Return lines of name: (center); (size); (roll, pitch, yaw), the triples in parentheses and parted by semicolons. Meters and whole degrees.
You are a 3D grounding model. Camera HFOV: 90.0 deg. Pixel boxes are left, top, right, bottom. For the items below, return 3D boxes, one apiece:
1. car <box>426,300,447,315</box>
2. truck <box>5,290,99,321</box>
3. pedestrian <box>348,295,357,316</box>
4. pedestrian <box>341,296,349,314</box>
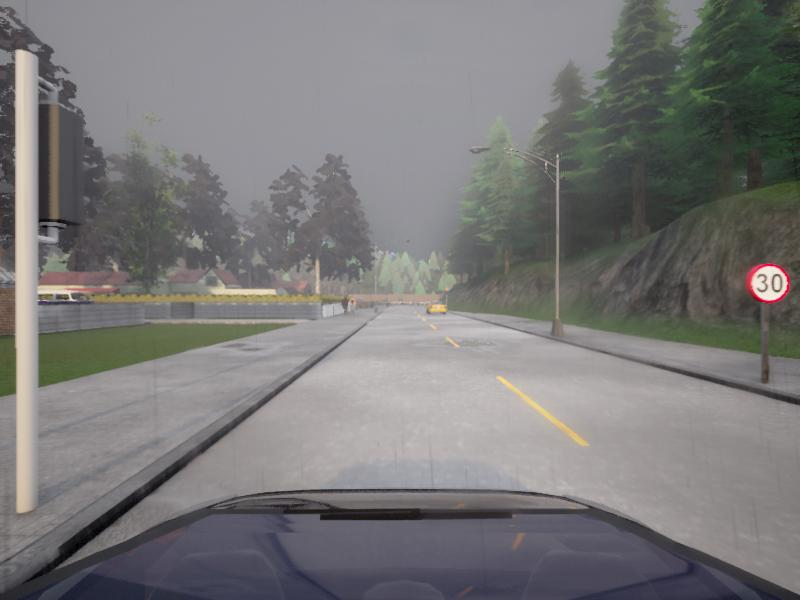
car: (3.893, 0.749, 43.230); (1.801, 1.575, 5.366); (0, 0, 0)
truck: (-23.046, 0.346, 26.621); (4.478, 2.038, 2.069); (0, 0, 0)
pedestrian: (-4.290, 0.489, 36.063); (0.751, 1.860, 0.751); (0, 0, -2)
pedestrian: (-5.490, 0.484, 39.999); (0.751, 1.860, 0.751); (0, 0, -1)
